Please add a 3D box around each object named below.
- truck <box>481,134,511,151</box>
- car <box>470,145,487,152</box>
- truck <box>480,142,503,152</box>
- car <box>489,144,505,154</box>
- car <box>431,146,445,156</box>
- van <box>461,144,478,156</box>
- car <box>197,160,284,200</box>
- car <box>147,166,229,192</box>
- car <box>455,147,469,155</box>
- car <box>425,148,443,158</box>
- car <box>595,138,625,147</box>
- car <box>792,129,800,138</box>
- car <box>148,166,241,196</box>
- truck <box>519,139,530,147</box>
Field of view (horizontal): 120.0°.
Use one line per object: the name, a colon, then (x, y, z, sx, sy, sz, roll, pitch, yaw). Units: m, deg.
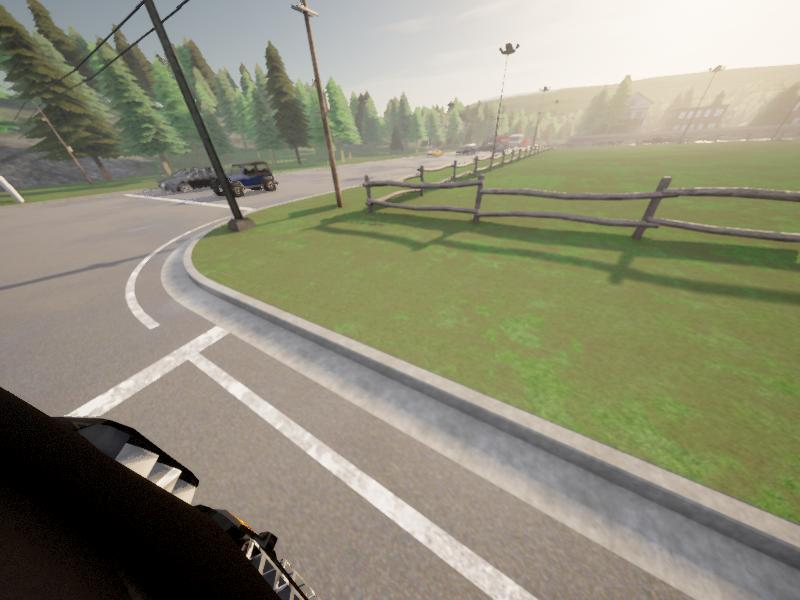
truck: (28.895, -47.476, 69.822, 8.468, 3.827, 2.891, -18, 36, -21)
car: (24.349, -47.029, 71.782, 5.027, 1.651, 2.152, -21, 37, -25)
truck: (26.022, -43.547, 65.693, 6.274, 2.098, 2.390, -23, 38, -27)
car: (23.188, -36.144, 55.262, 2.242, 1.667, 4.611, 19, 39, 30)
car: (9.896, -38.563, 59.701, 1.932, 1.855, 4.605, 16, 38, 27)
van: (14.975, -32.281, 49.641, 2.069, 2.038, 4.480, 17, 39, 27)
car: (-10.116, -7.937, 15.088, 1.905, 1.878, 3.866, 15, 37, 25)
car: (-18.634, -10.913, 20.643, 1.837, 1.490, 4.892, 15, 37, 25)
car: (14.727, -35.553, 55.114, 1.816, 1.474, 4.193, 16, 38, 27)
car: (7.590, -32.502, 51.045, 1.882, 1.535, 5.008, 16, 38, 27)
car: (53.374, -40.275, 58.920, 5.238, 1.638, 1.930, 16, 38, 26)
car: (84.208, -33.592, 46.384, 5.008, 1.535, 1.882, 16, 38, 26)
car: (-16.051, -9.595, 18.425, 2.128, 1.511, 4.902, 15, 37, 25)
truck: (48.233, -60.670, 89.388, 2.627, 2.467, 5.204, 16, 38, 27)
